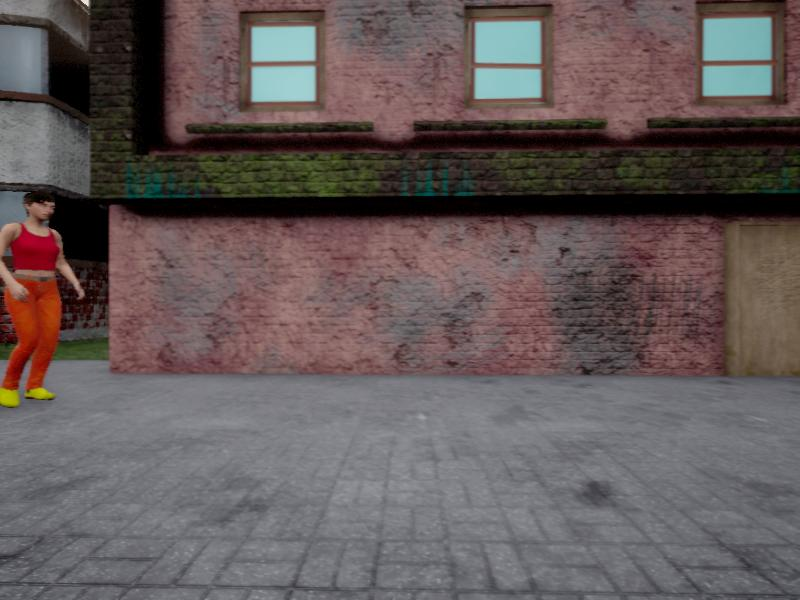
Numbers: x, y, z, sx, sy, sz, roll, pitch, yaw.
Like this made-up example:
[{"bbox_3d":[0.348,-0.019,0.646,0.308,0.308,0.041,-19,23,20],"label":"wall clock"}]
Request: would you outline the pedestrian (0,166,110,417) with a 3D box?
[{"bbox_3d":[-3.135,-0.062,3.430,0.751,1.860,0.751,0,0,18],"label":"pedestrian"}]
